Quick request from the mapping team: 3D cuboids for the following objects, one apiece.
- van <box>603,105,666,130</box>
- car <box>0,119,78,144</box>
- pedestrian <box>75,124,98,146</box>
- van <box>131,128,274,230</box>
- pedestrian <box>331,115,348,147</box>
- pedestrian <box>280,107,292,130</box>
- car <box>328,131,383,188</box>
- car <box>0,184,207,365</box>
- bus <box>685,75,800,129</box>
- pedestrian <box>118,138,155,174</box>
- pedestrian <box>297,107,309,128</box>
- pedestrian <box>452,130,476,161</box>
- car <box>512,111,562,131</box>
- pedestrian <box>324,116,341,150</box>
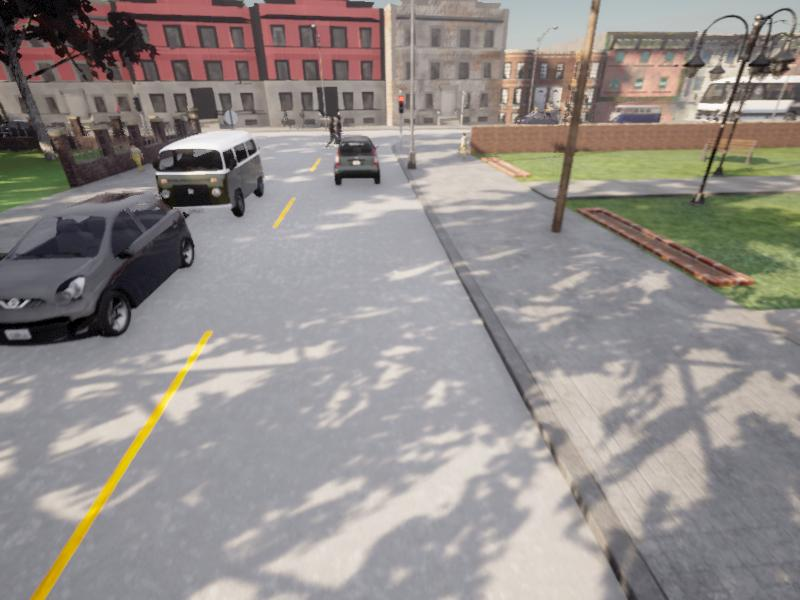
[{"bbox_3d":[21.550,-16.899,36.928,4.442,1.987,1.775,-2,27,-4],"label":"van"},{"bbox_3d":[-27.533,-12.642,29.941,4.892,1.490,1.837,-3,27,-5],"label":"car"},{"bbox_3d":[-20.664,-10.897,26.382,0.751,1.300,0.751,23,35,37],"label":"pedestrian"},{"bbox_3d":[-5.333,-3.748,11.739,2.069,2.038,4.480,-2,27,-4],"label":"van"},{"bbox_3d":[-3.883,-10.871,25.692,0.751,1.860,0.751,3,27,7],"label":"pedestrian"},{"bbox_3d":[-10.681,-16.987,37.440,0.751,1.860,0.751,-8,28,-15],"label":"pedestrian"},{"bbox_3d":[-1.713,-5.726,16.000,1.851,1.617,3.988,-3,27,-4],"label":"car"},{"bbox_3d":[-4.818,-0.690,6.354,1.845,1.501,3.633,-3,27,-4],"label":"car"},{"bbox_3d":[33.397,-18.370,37.128,10.273,4.253,3.944,-3,27,-4],"label":"bus"},{"bbox_3d":[-11.101,-6.089,16.902,0.751,1.300,0.751,-2,27,-4],"label":"pedestrian"},{"bbox_3d":[-9.519,-17.940,39.274,0.751,1.860,0.751,0,27,1],"label":"pedestrian"},{"bbox_3d":[3.102,-7.545,19.494,0.751,1.300,0.751,-20,33,-33],"label":"pedestrian"},{"bbox_3d":[12.398,-16.286,36.373,3.633,1.501,1.845,-2,27,-4],"label":"car"},{"bbox_3d":[-4.085,-10.181,24.354,0.751,1.860,0.751,2,27,5],"label":"pedestrian"}]
